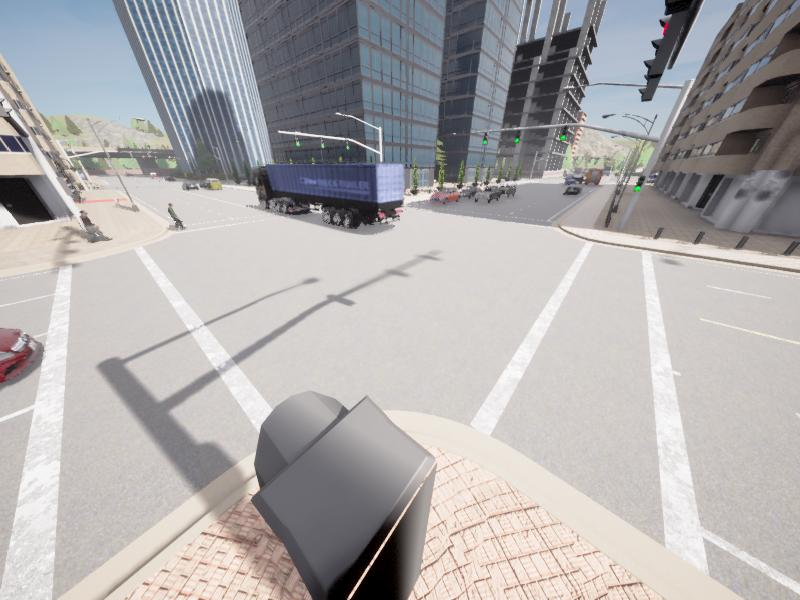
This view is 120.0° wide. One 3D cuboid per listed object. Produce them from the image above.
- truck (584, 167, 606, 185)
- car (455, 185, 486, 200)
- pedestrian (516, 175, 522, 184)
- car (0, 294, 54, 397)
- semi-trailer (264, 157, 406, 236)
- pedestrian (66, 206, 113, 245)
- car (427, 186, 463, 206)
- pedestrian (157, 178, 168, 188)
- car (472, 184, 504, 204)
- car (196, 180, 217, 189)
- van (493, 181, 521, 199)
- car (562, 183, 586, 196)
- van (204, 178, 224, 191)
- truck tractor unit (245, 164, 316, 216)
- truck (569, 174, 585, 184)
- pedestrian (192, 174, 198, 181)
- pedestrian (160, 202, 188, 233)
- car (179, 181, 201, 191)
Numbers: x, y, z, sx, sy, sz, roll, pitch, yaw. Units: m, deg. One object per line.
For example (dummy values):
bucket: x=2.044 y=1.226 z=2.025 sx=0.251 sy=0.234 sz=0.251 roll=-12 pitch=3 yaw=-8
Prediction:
truck: x=50.188 y=-31.968 z=59.437 sx=2.891 sy=3.827 sz=8.468 roll=22 pitch=37 yaw=33
car: x=10.100 y=-15.400 z=33.058 sx=2.128 sy=1.511 sz=4.902 roll=23 pitch=37 yaw=34
pedestrian: x=30.712 y=-31.102 z=59.552 sx=0.751 sy=1.860 sz=0.751 roll=-26 pitch=39 yaw=-37
car: x=-9.810 y=1.667 z=3.564 sx=1.812 sy=1.442 sz=4.674 roll=24 pitch=38 yaw=35
semi-trailer: x=-5.939 y=-8.837 z=18.817 sx=14.254 sy=4.402 sz=2.717 roll=23 pitch=37 yaw=34
pedestrian: x=-17.156 y=-4.123 z=12.828 sx=0.751 sy=1.860 sz=0.751 roll=-22 pitch=37 yaw=-33
car: x=5.584 y=-12.881 z=28.411 sx=2.097 sy=1.767 sz=4.553 roll=23 pitch=37 yaw=34
pedestrian: x=-50.092 y=-24.615 z=48.732 sx=0.751 sy=1.860 sz=0.751 roll=14 pitch=33 yaw=22
car: x=11.313 y=-13.571 z=29.522 sx=1.932 sy=1.855 sz=4.605 roll=23 pitch=37 yaw=34
car: x=-41.206 y=-24.667 z=49.204 sx=4.514 sy=1.525 sz=2.007 roll=23 pitch=37 yaw=34
van: x=15.712 y=-16.227 z=33.959 sx=2.069 sy=2.038 sz=4.480 roll=23 pitch=37 yaw=34
car: x=28.471 y=-18.084 z=37.736 sx=2.163 sy=1.488 sz=4.792 roll=23 pitch=37 yaw=34
van: x=-36.670 y=-22.748 z=45.421 sx=4.442 sy=1.987 sz=1.775 roll=26 pitch=39 yaw=37
truck tractor unit: x=-12.004 y=-11.267 z=23.281 sx=6.516 sy=4.208 sz=3.053 roll=23 pitch=37 yaw=34
truck: x=46.967 y=-32.019 z=61.253 sx=2.390 sy=2.098 sz=6.274 roll=22 pitch=37 yaw=33
pedestrian: x=-63.604 y=-38.059 z=71.712 sx=0.751 sy=1.860 sz=0.751 roll=-23 pitch=37 yaw=-34
pedestrian: x=-15.666 y=-5.754 z=16.059 sx=0.751 sy=1.860 sz=0.751 roll=-26 pitch=39 yaw=-37
car: x=-41.182 y=-22.370 z=45.225 sx=4.514 sy=1.525 sz=2.007 roll=23 pitch=37 yaw=34
